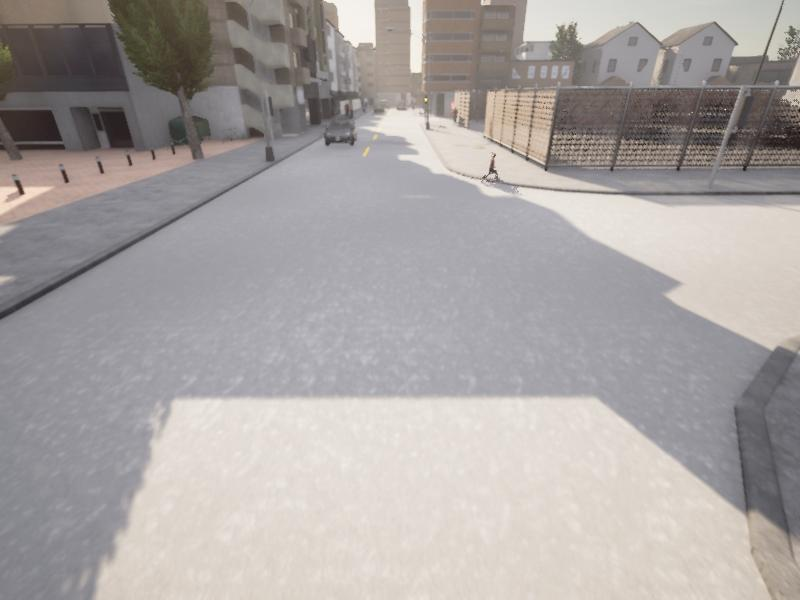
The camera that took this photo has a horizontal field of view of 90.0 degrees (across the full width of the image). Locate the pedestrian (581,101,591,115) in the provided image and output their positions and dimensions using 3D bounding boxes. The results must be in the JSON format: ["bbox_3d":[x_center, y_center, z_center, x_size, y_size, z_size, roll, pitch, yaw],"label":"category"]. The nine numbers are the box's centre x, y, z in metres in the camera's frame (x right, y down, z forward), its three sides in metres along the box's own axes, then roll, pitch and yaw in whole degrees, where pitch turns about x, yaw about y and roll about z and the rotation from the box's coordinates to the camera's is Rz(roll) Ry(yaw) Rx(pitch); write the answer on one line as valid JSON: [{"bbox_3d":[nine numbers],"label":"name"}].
[{"bbox_3d":[27.916,-28.848,60.027,0.751,1.860,0.751,0,27,0],"label":"pedestrian"}]

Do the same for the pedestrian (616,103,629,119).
[{"bbox_3d":[28.220,-23.959,50.765,0.751,1.860,0.751,-13,30,-24],"label":"pedestrian"}]

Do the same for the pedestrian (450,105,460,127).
[{"bbox_3d":[5.395,-18.000,39.164,0.751,1.860,0.751,0,27,0],"label":"pedestrian"}]

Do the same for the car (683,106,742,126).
[{"bbox_3d":[32.049,-19.010,41.250,2.242,1.667,4.611,0,27,0],"label":"car"}]

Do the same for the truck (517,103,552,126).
[{"bbox_3d":[14.004,-19.567,42.072,2.069,2.038,4.478,0,27,0],"label":"truck"}]

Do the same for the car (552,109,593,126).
[{"bbox_3d":[17.965,-19.222,42.052,2.033,1.415,5.357,0,27,0],"label":"car"}]

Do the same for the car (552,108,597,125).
[{"bbox_3d":[18.191,-19.213,41.876,3.705,1.547,1.789,0,27,0],"label":"car"}]

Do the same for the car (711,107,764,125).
[{"bbox_3d":[35.223,-19.293,41.923,1.816,1.474,4.193,0,27,0],"label":"car"}]

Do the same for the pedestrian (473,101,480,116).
[{"bbox_3d":[11.261,-28.180,58.846,0.751,1.860,0.751,-3,27,-6],"label":"pedestrian"}]

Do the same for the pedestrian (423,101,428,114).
[{"bbox_3d":[4.119,-31.277,64.911,0.751,1.860,0.751,-1,27,-2],"label":"pedestrian"}]

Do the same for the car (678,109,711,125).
[{"bbox_3d":[29.918,-18.633,40.764,1.481,1.379,2.207,0,27,0],"label":"car"}]

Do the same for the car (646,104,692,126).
[{"bbox_3d":[27.759,-19.211,41.446,1.905,1.878,3.866,0,27,0],"label":"car"}]

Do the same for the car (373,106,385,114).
[{"bbox_3d":[-3.815,-34.702,73.000,1.895,1.301,4.718,0,27,0],"label":"car"}]

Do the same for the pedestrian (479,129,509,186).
[{"bbox_3d":[3.392,-5.196,14.567,0.751,1.860,0.751,-1,27,-1],"label":"pedestrian"}]

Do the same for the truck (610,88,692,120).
[{"bbox_3d":[33.920,-26.692,54.398,8.468,3.827,2.891,0,27,0],"label":"truck"}]

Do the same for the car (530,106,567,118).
[{"bbox_3d":[20.283,-25.762,54.917,4.181,1.385,1.994,0,27,0],"label":"car"}]

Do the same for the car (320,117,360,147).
[{"bbox_3d":[-3.962,-11.502,27.277,2.007,1.525,4.514,0,27,0],"label":"car"}]

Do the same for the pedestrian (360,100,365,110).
[{"bbox_3d":[-7.827,-40.514,82.947,0.751,1.860,0.751,3,27,7],"label":"pedestrian"}]

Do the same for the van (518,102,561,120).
[{"bbox_3d":[17.777,-24.219,51.212,4.480,2.038,2.069,0,27,0],"label":"van"}]

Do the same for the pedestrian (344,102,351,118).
[{"bbox_3d":[-7.218,-26.302,55.371,0.751,1.860,0.751,2,27,4],"label":"pedestrian"}]

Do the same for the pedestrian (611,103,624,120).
[{"bbox_3d":[25.945,-22.507,47.739,0.751,1.860,0.751,-3,27,-6],"label":"pedestrian"}]

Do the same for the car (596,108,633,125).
[{"bbox_3d":[22.645,-19.475,42.370,1.845,1.501,3.633,0,27,0],"label":"car"}]

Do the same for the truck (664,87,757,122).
[{"bbox_3d":[39.180,-24.862,50.809,8.468,3.827,2.891,0,27,0],"label":"truck"}]

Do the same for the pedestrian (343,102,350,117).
[{"bbox_3d":[-7.725,-27.415,57.533,0.751,1.860,0.751,1,27,3],"label":"pedestrian"}]
